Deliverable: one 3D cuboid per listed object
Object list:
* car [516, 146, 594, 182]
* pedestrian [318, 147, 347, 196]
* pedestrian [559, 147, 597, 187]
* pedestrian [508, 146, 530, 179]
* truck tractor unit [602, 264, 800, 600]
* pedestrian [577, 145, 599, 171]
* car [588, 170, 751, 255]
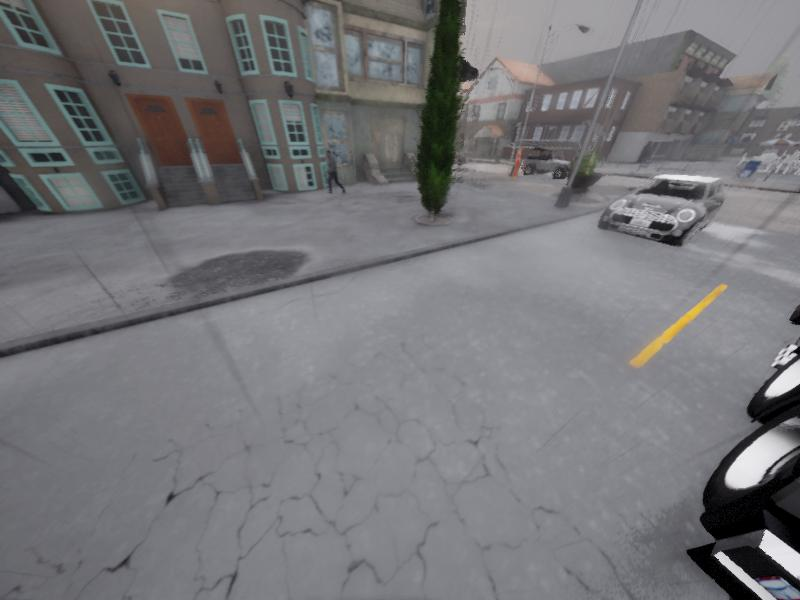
[{"bbox_3d":[10.954,-9.927,16.710,1.905,1.878,3.866,-18,39,-24],"label":"car"},{"bbox_3d":[-3.046,-5.818,10.509,0.751,1.860,0.751,-22,41,-29],"label":"pedestrian"},{"bbox_3d":[9.832,-7.371,12.832,0.751,1.860,0.751,-7,36,-11],"label":"pedestrian"},{"bbox_3d":[7.860,-9.127,15.338,0.751,1.860,0.751,7,35,9],"label":"pedestrian"},{"bbox_3d":[5.113,-0.298,0.782,6.516,4.208,3.053,-18,39,-24],"label":"truck tractor unit"},{"bbox_3d":[16.300,-12.368,20.068,0.751,1.860,0.751,14,37,19],"label":"pedestrian"},{"bbox_3d":[7.822,-2.778,6.773,3.806,1.475,1.970,-20,40,-27],"label":"car"}]
